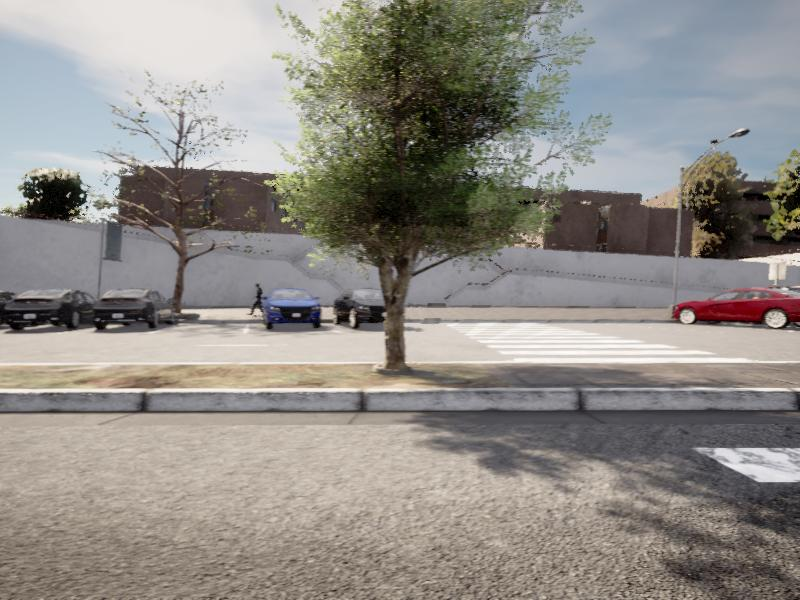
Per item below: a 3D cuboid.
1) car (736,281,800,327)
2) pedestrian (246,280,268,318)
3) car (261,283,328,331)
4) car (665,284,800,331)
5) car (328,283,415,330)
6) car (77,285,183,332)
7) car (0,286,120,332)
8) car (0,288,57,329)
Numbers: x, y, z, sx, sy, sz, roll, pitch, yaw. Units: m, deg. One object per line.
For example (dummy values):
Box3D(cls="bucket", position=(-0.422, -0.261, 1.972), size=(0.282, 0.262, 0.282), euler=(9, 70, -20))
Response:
Box3D(cls="car", position=(16.520, 0.175, 15.748), size=(2.185, 1.767, 4.553), euler=(1, -1, -20))
Box3D(cls="pedestrian", position=(-7.348, -0.054, 20.633), size=(0.751, 1.860, 0.751), euler=(3, 0, 0))
Box3D(cls="car", position=(-4.283, 0.269, 15.642), size=(2.097, 1.535, 5.008), euler=(0, -1, -20))
Box3D(cls="car", position=(13.551, 0.278, 15.696), size=(2.097, 1.535, 5.008), euler=(0, -1, -20))
Box3D(cls="car", position=(-1.321, 0.256, 15.650), size=(2.097, 1.535, 5.008), euler=(0, -1, -20))
Box3D(cls="car", position=(-10.197, 0.305, 15.646), size=(2.231, 1.521, 4.892), euler=(0, -1, -19))
Box3D(cls="car", position=(-13.156, 0.326, 15.691), size=(2.231, 1.521, 4.892), euler=(0, -1, -18))
Box3D(cls="car", position=(-16.111, 0.348, 15.761), size=(2.231, 1.521, 4.892), euler=(0, -1, -18))
